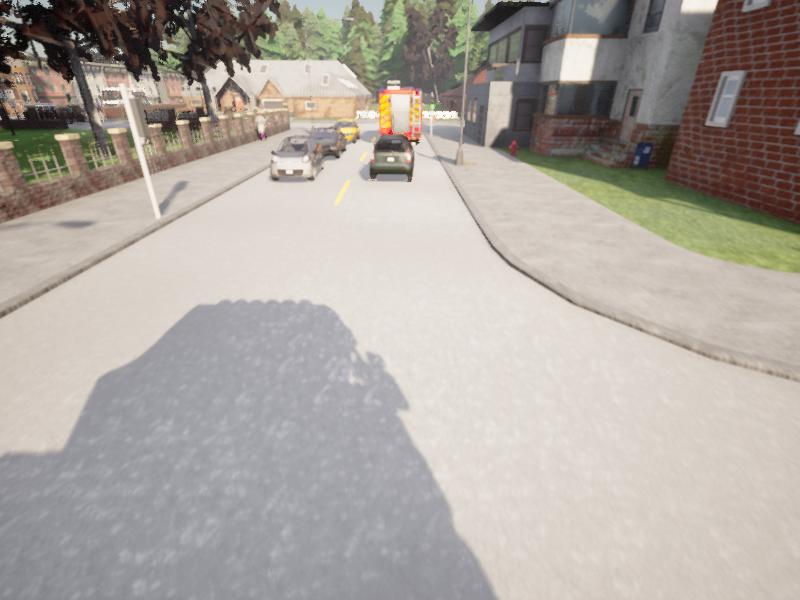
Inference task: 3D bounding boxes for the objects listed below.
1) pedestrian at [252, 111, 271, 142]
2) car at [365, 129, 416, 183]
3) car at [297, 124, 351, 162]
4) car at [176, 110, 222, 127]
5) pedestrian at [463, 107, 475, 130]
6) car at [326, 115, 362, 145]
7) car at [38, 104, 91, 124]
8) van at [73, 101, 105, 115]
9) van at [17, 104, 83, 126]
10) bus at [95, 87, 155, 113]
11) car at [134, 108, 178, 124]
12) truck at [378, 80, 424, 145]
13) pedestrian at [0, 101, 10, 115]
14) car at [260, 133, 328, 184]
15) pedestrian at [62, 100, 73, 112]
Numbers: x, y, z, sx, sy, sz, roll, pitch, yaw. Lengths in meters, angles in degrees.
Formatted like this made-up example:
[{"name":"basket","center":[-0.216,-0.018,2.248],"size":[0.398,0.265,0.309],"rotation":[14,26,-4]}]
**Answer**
[{"name":"pedestrian","center":[-9.341,-11.669,26.962],"size":[0.751,1.860,0.751],"rotation":[0,27,0]},{"name":"car","center":[-0.270,-6.133,16.814],"size":[1.851,1.617,3.988],"rotation":[1,27,2]},{"name":"car","center":[-4.050,-8.877,22.358],"size":[2.033,1.411,5.357],"rotation":[0,27,-1]},{"name":"car","center":[-21.029,-19.065,41.908],"size":[3.633,1.501,1.845],"rotation":[0,27,0]},{"name":"pedestrian","center":[6.326,-16.609,36.685],"size":[0.751,1.860,0.751],"rotation":[16,31,28]},{"name":"car","center":[-3.919,-12.321,28.859],"size":[1.801,1.575,5.366],"rotation":[0,27,0]},{"name":"car","center":[-37.898,-21.092,45.327],"size":[3.866,1.878,1.905],"rotation":[1,27,0]},{"name":"van","center":[-53.284,-32.922,68.609],"size":[1.775,1.987,4.442],"rotation":[0,27,0]},{"name":"van","center":[-36.511,-19.360,41.799],"size":[4.480,2.038,2.069],"rotation":[0,27,0]},{"name":"bus","center":[-53.131,-38.956,77.870],"size":[3.944,4.253,10.273],"rotation":[0,27,0]},{"name":"car","center":[-27.652,-20.914,45.456],"size":[3.633,1.501,1.845],"rotation":[0,27,0]},{"name":"truck","center":[0.024,-14.018,29.740],"size":[2.891,3.827,8.468],"rotation":[0,27,0]},{"name":"pedestrian","center":[-58.736,-28.385,59.107],"size":[0.751,1.860,0.751],"rotation":[7,28,12]},{"name":"car","center":[-4.165,-5.872,16.358],"size":[1.845,1.501,3.633],"rotation":[-1,27,-2]},{"name":"pedestrian","center":[-58.793,-34.378,70.777],"size":[0.751,1.860,0.751],"rotation":[-9,29,-18]}]
